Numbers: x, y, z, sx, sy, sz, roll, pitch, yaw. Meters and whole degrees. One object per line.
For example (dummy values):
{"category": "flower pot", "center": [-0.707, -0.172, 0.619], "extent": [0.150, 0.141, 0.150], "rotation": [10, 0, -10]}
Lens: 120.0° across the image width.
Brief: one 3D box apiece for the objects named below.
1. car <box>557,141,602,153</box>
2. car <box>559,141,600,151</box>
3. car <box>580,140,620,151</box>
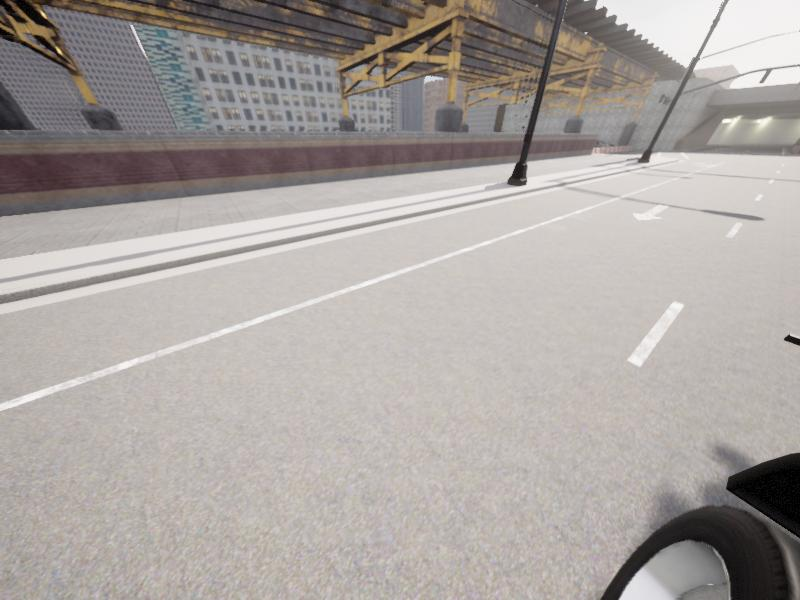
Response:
{"category": "car", "center": [27.663, -23.681, 35.760], "extent": [4.974, 1.542, 2.038], "rotation": [5, 36, 7]}
{"category": "car", "center": [27.611, -23.814, 35.676], "extent": [4.536, 1.218, 1.853], "rotation": [5, 36, 7]}
{"category": "car", "center": [35.383, -27.388, 40.938], "extent": [4.974, 1.542, 2.038], "rotation": [-4, 35, -5]}
